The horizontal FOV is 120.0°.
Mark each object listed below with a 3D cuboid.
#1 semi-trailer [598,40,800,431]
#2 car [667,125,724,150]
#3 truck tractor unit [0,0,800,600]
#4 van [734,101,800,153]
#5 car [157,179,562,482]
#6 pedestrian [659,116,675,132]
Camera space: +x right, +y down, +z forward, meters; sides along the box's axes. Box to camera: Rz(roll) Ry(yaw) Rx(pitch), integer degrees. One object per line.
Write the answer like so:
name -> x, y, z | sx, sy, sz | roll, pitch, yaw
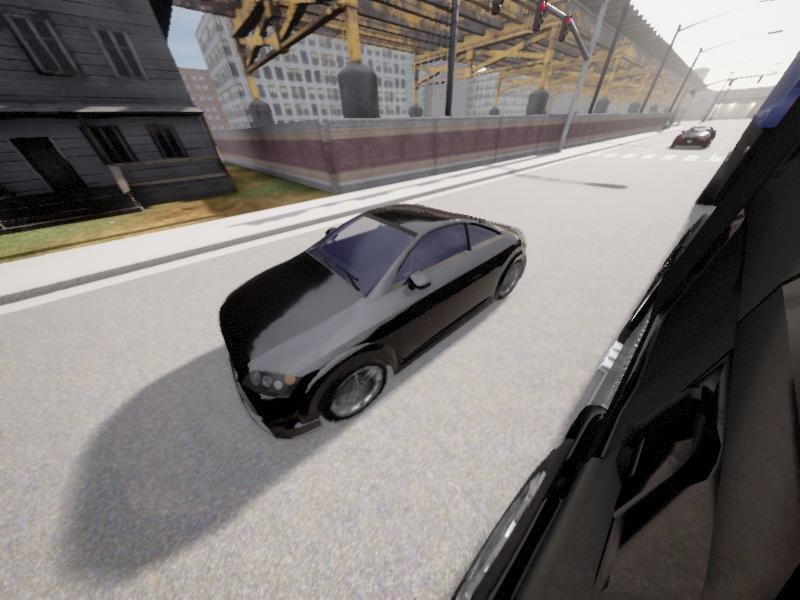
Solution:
semi-trailer -> 8.690, -3.604, 4.245 | 14.254, 4.402, 2.717 | -28, 44, -30
car -> 24.002, -13.246, 18.754 | 4.181, 1.385, 1.994 | -27, 43, -29
truck tractor unit -> 2.645, -0.295, 0.351 | 6.516, 4.208, 3.053 | -28, 44, -30
van -> 25.965, -12.051, 16.050 | 5.915, 2.561, 1.988 | -28, 44, -30
car -> -0.060, -0.412, 3.073 | 4.181, 1.385, 1.994 | -28, 44, -30
pedestrian -> 40.481, -26.716, 35.059 | 0.751, 1.860, 0.751 | -25, 42, -27
